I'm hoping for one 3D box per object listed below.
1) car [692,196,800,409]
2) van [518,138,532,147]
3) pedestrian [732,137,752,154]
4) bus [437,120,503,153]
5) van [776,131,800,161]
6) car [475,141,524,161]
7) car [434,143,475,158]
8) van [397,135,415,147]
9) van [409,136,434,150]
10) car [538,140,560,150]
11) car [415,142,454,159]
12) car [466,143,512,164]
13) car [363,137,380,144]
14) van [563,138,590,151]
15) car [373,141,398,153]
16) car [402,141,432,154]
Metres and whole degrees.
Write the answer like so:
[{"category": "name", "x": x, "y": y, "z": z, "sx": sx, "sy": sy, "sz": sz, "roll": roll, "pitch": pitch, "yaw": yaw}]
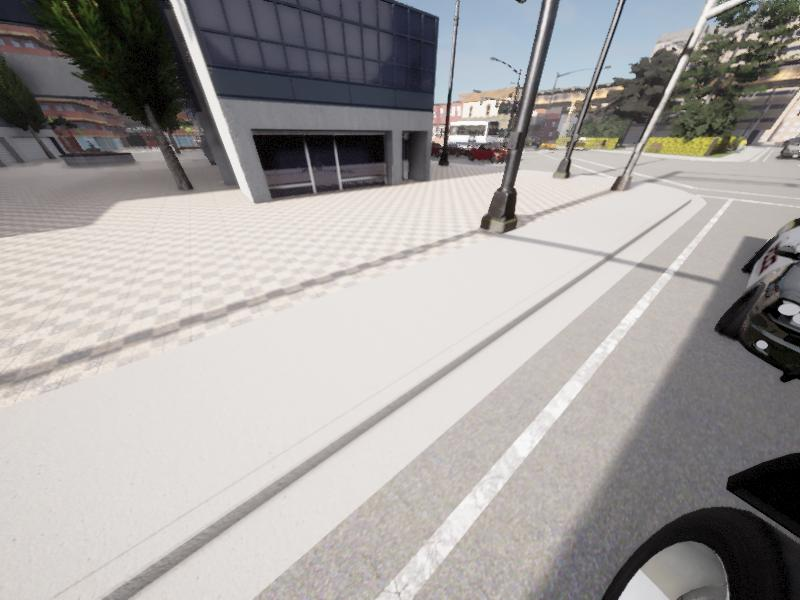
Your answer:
[{"category": "car", "x": 6.229, "y": -0.242, "z": 2.895, "sx": 4.974, "sy": 1.542, "sz": 2.038, "roll": -22, "pitch": 41, "yaw": -28}, {"category": "van", "x": 33.736, "y": -42.677, "z": 62.504, "sx": 1.775, "sy": 1.987, "sz": 4.442, "roll": 4, "pitch": 35, "yaw": 7}, {"category": "pedestrian", "x": 47.226, "y": -21.364, "z": 31.946, "sx": 0.751, "sy": 1.860, "sz": 0.751, "roll": -27, "pitch": 43, "yaw": -32}, {"category": "bus", "x": 11.597, "y": -28.282, "z": 39.946, "sx": 3.944, "sy": 4.253, "sz": 10.273, "roll": -24, "pitch": 42, "yaw": -29}, {"category": "van", "x": 44.979, "y": -17.243, "z": 25.824, "sx": 5.915, "sy": 2.561, "sz": 1.988, "roll": -23, "pitch": 41, "yaw": -29}, {"category": "car", "x": 11.447, "y": -17.365, "z": 26.831, "sx": 2.097, "sy": 1.767, "sz": 4.553, "roll": -23, "pitch": 41, "yaw": -29}, {"category": "car", "x": 7.245, "y": -20.448, "z": 31.518, "sx": 2.033, "sy": 1.411, "sz": 5.357, "roll": -23, "pitch": 41, "yaw": -28}, {"category": "van", "x": 1.262, "y": -35.750, "z": 51.833, "sx": 1.775, "sy": 1.987, "sz": 4.442, "roll": -23, "pitch": 43, "yaw": -29}, {"category": "van", "x": 4.013, "y": -30.098, "z": 44.185, "sx": 2.069, "sy": 2.038, "sz": 4.480, "roll": -23, "pitch": 43, "yaw": -29}, {"category": "car", "x": 31.310, "y": -32.620, "z": 48.630, "sx": 1.801, "sy": 1.575, "sz": 5.366, "roll": 4, "pitch": 35, "yaw": 7}, {"category": "car", "x": 4.353, "y": -19.349, "z": 29.783, "sx": 2.033, "sy": 1.649, "sz": 4.856, "roll": -23, "pitch": 42, "yaw": -29}, {"category": "car", "x": 9.285, "y": -15.545, "z": 24.436, "sx": 1.851, "sy": 1.617, "sz": 3.988, "roll": -23, "pitch": 41, "yaw": -29}, {"category": "car", "x": -7.361, "y": -41.535, "z": 60.179, "sx": 2.038, "sy": 1.542, "sz": 4.974, "roll": -23, "pitch": 41, "yaw": -29}, {"category": "van", "x": 34.270, "y": -30.481, "z": 45.144, "sx": 2.069, "sy": 2.038, "sz": 4.480, "roll": 4, "pitch": 35, "yaw": 7}, {"category": "car", "x": -2.390, "y": -24.569, "z": 37.122, "sx": 1.994, "sy": 1.385, "sz": 4.181, "roll": -23, "pitch": 43, "yaw": -29}, {"category": "car", "x": 2.523, "y": -24.184, "z": 36.519, "sx": 1.882, "sy": 1.535, "sz": 5.008, "roll": -23, "pitch": 42, "yaw": -29}]
